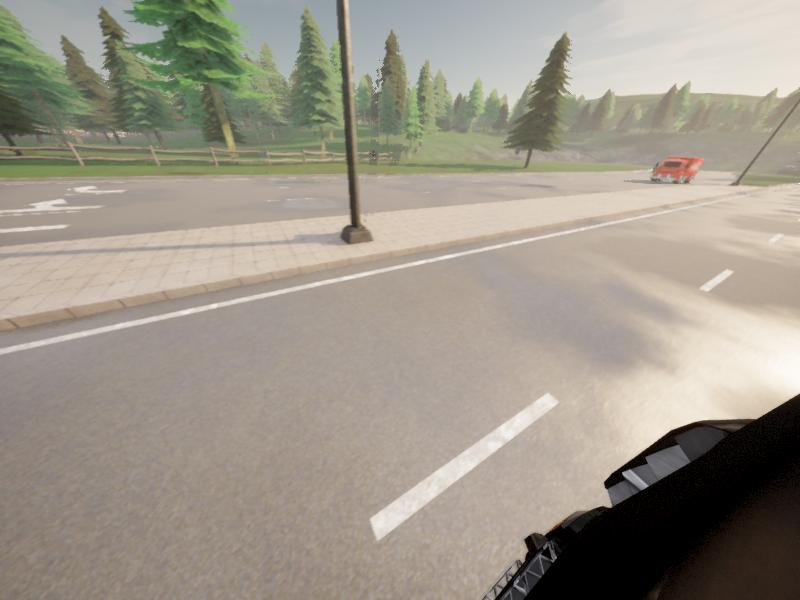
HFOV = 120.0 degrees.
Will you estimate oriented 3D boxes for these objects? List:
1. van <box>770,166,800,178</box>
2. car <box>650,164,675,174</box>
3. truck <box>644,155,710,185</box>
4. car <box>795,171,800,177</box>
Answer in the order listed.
[{"bbox_3d":[87.058,-28.591,51.421,4.442,1.987,1.775,30,42,34],"label":"van"},{"bbox_3d":[48.240,-24.053,42.378,4.718,1.301,1.895,-20,40,-30],"label":"car"},{"bbox_3d":[29.563,-13.881,24.708,5.204,2.467,2.627,-15,38,-26],"label":"truck"},{"bbox_3d":[92.224,-27.699,50.416,2.150,2.045,5.566,-14,37,-24],"label":"car"}]
